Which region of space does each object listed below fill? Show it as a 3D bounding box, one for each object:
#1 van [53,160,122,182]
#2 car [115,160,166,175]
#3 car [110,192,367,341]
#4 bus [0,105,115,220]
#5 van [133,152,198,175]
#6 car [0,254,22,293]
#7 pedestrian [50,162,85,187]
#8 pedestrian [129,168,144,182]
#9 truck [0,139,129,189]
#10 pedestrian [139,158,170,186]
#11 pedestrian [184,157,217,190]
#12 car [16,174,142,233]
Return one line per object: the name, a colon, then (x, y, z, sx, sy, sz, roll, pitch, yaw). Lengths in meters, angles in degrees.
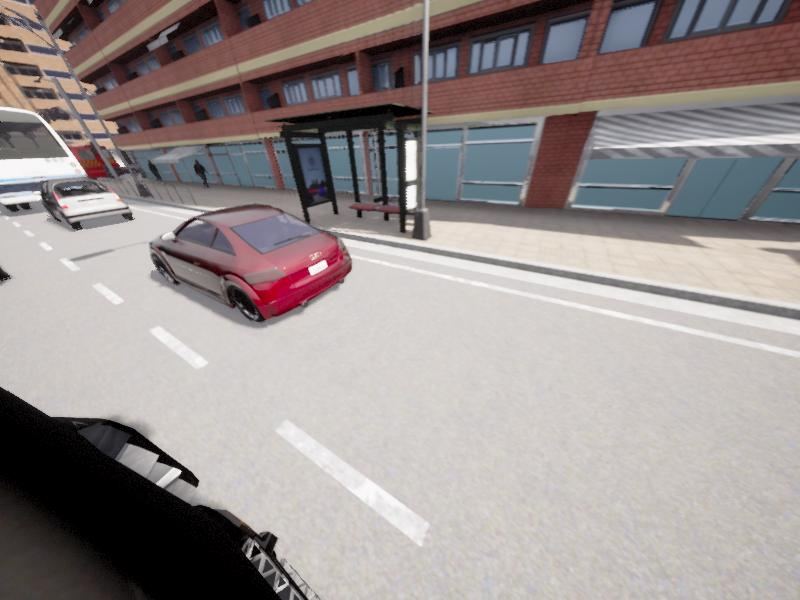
van: (-38.600, -16.115, 28.719, 1.775, 1.987, 4.442, 17, 38, 26)
car: (-41.092, -21.105, 36.707, 2.033, 1.649, 4.856, 17, 38, 26)
car: (-2.994, -1.037, 4.422, 4.181, 1.385, 1.994, 16, 38, 26)
bus: (-21.925, -7.686, 12.974, 10.273, 4.253, 3.944, 16, 38, 26)
van: (-34.433, -20.313, 34.282, 1.988, 2.561, 5.915, 17, 38, 26)
car: (-10.627, -1.142, 4.796, 5.238, 1.638, 1.930, 16, 38, 26)
pedestrian: (-29.315, -11.105, 20.408, 0.751, 1.860, 0.751, 2, 34, 6)
pedestrian: (-25.878, -12.275, 22.647, 0.500, 1.100, 0.500, 24, 42, 34)
truck: (-35.654, -14.775, 24.861, 2.891, 3.827, 8.468, -6, 34, -5)
pedestrian: (-19.760, -10.333, 18.666, 0.751, 1.860, 0.751, 8, 35, 15)
pedestrian: (-13.273, -8.440, 15.423, 0.751, 1.860, 0.751, 16, 38, 25)
car: (-12.904, -4.037, 9.323, 3.988, 1.617, 1.851, 16, 38, 26)
